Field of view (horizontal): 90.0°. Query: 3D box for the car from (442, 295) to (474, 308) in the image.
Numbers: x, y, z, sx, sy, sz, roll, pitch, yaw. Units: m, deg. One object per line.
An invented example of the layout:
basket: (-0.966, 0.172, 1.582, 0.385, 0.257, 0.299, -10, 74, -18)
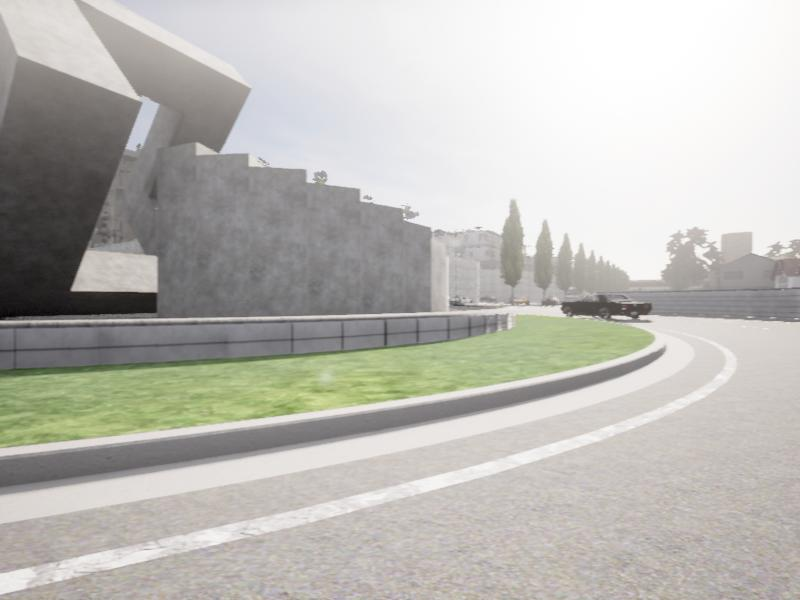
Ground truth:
car: (7.522, 0.193, 51.412, 2.038, 1.542, 4.974, 0, 0, 35)

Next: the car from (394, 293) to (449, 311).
car: (2.036, 0.151, 38.178, 4.856, 1.649, 2.033, 0, 0, 32)

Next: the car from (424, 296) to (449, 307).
car: (4.912, 0.190, 53.800, 1.845, 1.501, 3.633, 0, 0, 35)

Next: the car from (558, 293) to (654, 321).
car: (10.554, 0.335, 20.992, 1.895, 1.301, 4.718, 0, 0, -12)

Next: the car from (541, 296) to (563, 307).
car: (22.507, 0.202, 59.154, 2.038, 1.542, 4.974, 0, 0, 34)
